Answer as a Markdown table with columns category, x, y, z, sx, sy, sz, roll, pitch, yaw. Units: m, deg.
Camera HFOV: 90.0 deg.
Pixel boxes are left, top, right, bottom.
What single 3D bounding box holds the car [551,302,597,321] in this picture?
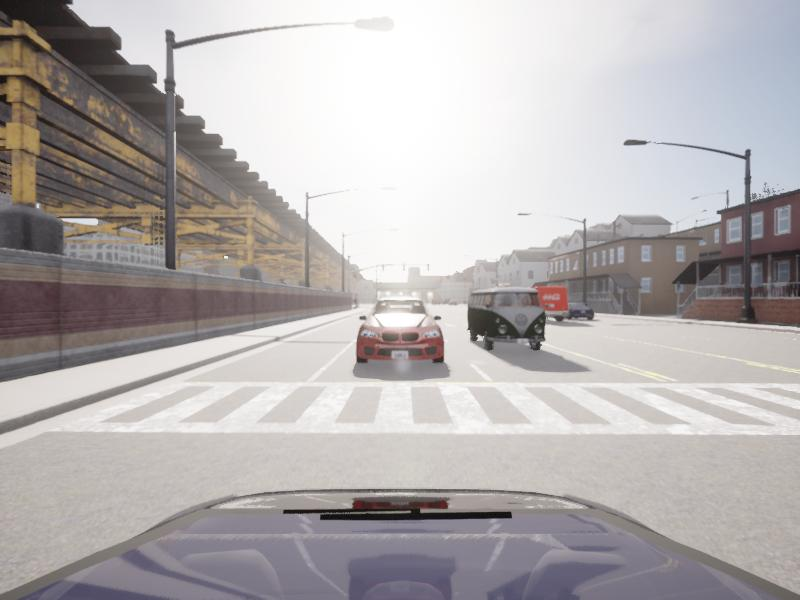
| category | x | y | z | sx | sy | sz | roll | pitch | yaw |
| --- | --- | --- | --- | --- | --- | --- | --- | --- | --- |
| car | 13.998 | 0.878 | 32.507 | 1.994 | 1.385 | 4.181 | 0 | 0 | 1 |

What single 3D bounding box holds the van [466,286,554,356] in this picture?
| category | x | y | z | sx | sy | sz | roll | pitch | yaw |
| --- | --- | --- | --- | --- | --- | --- | --- | --- | --- |
| van | 3.503 | 0.583 | 13.612 | 1.775 | 1.987 | 4.442 | 0 | 0 | 0 |

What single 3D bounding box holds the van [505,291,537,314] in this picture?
| category | x | y | z | sx | sy | sz | roll | pitch | yaw |
| --- | --- | --- | --- | --- | --- | --- | --- | --- | --- |
| van | 13.998 | 0.281 | 46.675 | 1.988 | 2.561 | 5.915 | 0 | 0 | 0 |

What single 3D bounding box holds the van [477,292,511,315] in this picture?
| category | x | y | z | sx | sy | sz | roll | pitch | yaw |
| --- | --- | --- | --- | --- | --- | --- | --- | --- | --- |
| van | 10.510 | 0.337 | 45.445 | 2.351 | 2.431 | 6.366 | 0 | 0 | 0 |

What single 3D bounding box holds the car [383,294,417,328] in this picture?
| category | x | y | z | sx | sy | sz | roll | pitch | yaw |
| --- | --- | --- | --- | --- | --- | --- | --- | --- | --- |
| car | 0.003 | 0.626 | 23.836 | 1.905 | 1.878 | 3.866 | 0 | 0 | 0 |

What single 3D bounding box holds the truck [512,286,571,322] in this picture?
| category | x | y | z | sx | sy | sz | roll | pitch | yaw |
| --- | --- | --- | --- | --- | --- | --- | --- | --- | --- |
| truck | 10.506 | 0.318 | 30.258 | 2.627 | 2.467 | 5.204 | 0 | -1 | 0 |

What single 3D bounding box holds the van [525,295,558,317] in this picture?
| category | x | y | z | sx | sy | sz | roll | pitch | yaw |
| --- | --- | --- | --- | --- | --- | --- | --- | --- | --- |
| van | 13.999 | 0.560 | 39.837 | 1.775 | 1.987 | 4.442 | 0 | 0 | 0 |

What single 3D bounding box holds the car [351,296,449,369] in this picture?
| category | x | y | z | sx | sy | sz | roll | pitch | yaw |
| --- | --- | --- | --- | --- | --- | --- | --- | --- | --- |
| car | 0.005 | 0.745 | 11.483 | 2.242 | 1.667 | 4.611 | 0 | 0 | 0 |
